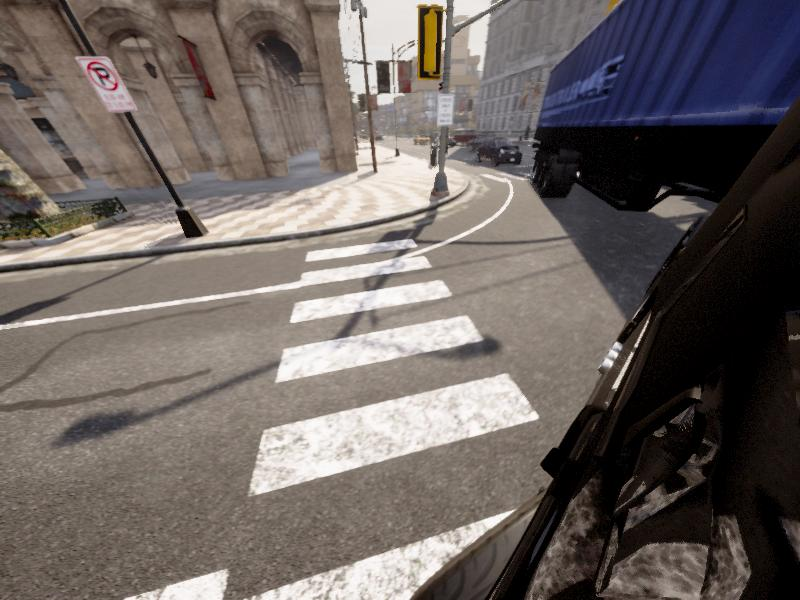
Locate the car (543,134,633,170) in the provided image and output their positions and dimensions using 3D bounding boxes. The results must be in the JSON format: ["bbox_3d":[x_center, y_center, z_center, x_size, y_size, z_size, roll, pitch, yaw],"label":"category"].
[{"bbox_3d":[10.919,-8.959,13.821,1.845,1.501,3.633,-10,37,-9],"label":"car"}]

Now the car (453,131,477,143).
[{"bbox_3d":[11.125,-28.181,39.886,1.801,1.575,5.366,-9,37,-9],"label":"car"}]

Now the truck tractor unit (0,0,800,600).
[{"bbox_3d":[2.645,-0.295,0.351,6.516,4.208,3.053,-28,44,-30],"label":"truck tractor unit"}]

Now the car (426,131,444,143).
[{"bbox_3d":[6.529,-30.711,43.573,2.242,1.667,4.611,-7,37,-6],"label":"car"}]

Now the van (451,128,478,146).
[{"bbox_3d":[9.215,-23.643,33.512,1.775,1.987,4.442,-9,37,-8],"label":"van"}]

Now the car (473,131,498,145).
[{"bbox_3d":[12.596,-24.142,34.316,1.789,1.549,3.705,-9,37,-8],"label":"car"}]

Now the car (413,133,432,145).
[{"bbox_3d":[3.843,-28.247,40.490,1.801,1.575,5.366,-9,37,-9],"label":"car"}]

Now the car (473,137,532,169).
[{"bbox_3d":[6.648,-9.981,15.512,1.845,1.501,3.633,-7,37,-6],"label":"car"}]

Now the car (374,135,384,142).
[{"bbox_3d":[-5.854,-44.143,62.940,1.994,1.385,4.181,-9,37,-9],"label":"car"}]

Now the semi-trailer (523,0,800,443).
[{"bbox_3d":[5.921,-4.613,5.810,2.717,4.402,14.254,9,38,15],"label":"semi-trailer"}]

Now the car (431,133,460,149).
[{"bbox_3d":[6.137,-21.980,31.849,2.038,1.542,4.974,-9,37,-8],"label":"car"}]

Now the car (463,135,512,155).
[{"bbox_3d":[8.453,-15.536,23.049,2.033,1.411,5.357,-9,37,-8],"label":"car"}]
